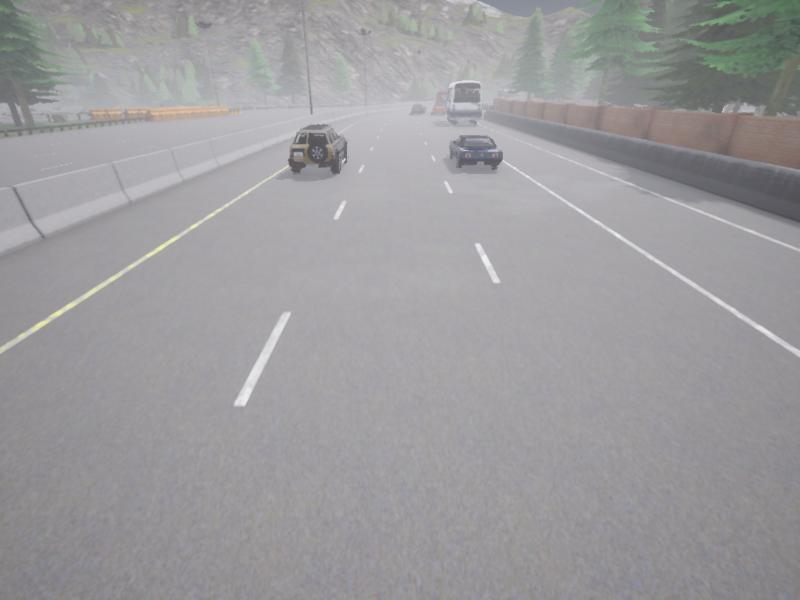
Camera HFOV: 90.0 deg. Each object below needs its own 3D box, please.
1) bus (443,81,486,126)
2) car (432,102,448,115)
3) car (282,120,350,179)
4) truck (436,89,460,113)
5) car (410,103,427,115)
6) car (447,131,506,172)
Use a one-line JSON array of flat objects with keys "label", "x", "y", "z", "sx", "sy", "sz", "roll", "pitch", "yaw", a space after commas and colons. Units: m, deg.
[{"label": "bus", "x": 7.278, "y": -23.115, "z": 46.866, "sx": 3.944, "sy": 4.253, "sz": 10.273, "roll": 1, "pitch": 27, "yaw": 4}, {"label": "car", "x": 6.597, "y": -31.445, "z": 65.700, "sx": 2.097, "sy": 1.767, "sz": 4.553, "roll": 6, "pitch": 28, "yaw": 10}, {"label": "car", "x": -3.483, "y": -6.729, "z": 17.576, "sx": 1.932, "sy": 1.855, "sz": 4.605, "roll": 0, "pitch": 28, "yaw": 0}, {"label": "truck", "x": 8.865, "y": -36.635, "z": 73.553, "sx": 2.891, "sy": 3.827, "sz": 8.468, "roll": 7, "pitch": 28, "yaw": 14}, {"label": "car", "x": 3.167, "y": -31.708, "z": 66.336, "sx": 2.033, "sy": 1.649, "sz": 4.856, "roll": 6, "pitch": 28, "yaw": 10}, {"label": "car", "x": 3.517, "y": -7.233, "z": 19.242, "sx": 1.895, "sy": 1.301, "sz": 4.718, "roll": 0, "pitch": 27, "yaw": 0}]
